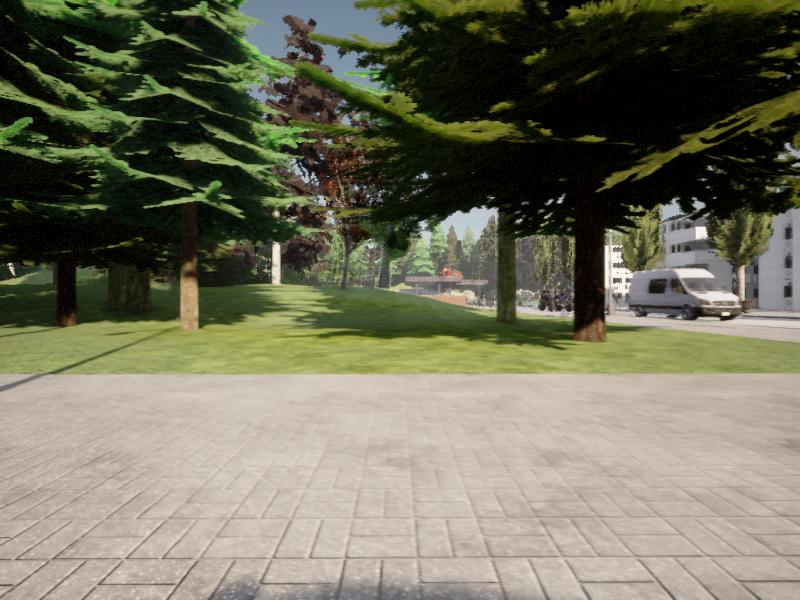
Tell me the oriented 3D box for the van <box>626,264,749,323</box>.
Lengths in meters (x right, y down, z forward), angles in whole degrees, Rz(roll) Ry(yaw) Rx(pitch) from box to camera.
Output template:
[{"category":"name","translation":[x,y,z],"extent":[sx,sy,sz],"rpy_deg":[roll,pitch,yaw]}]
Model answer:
[{"category":"van","translation":[14.102,-0.280,20.241],"extent":[1.988,2.561,5.915],"rpy_deg":[0,0,0]}]

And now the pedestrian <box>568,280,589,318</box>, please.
[{"category":"pedestrian","translation":[8.948,-0.067,20.107],"extent":[0.751,1.860,0.751],"rpy_deg":[0,0,3]}]
